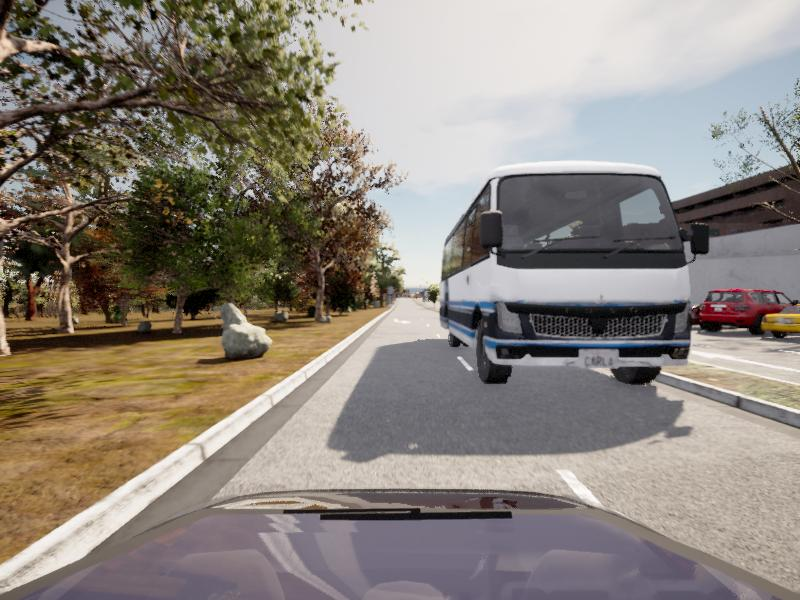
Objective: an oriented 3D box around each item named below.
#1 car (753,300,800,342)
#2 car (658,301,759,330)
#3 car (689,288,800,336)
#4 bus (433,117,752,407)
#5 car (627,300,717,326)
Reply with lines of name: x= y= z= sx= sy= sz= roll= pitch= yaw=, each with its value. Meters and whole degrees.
car: x=17.144 y=0.803 z=16.166 sx=5.366 sy=1.575 sz=1.946 roll=1 pitch=0 yaw=-20
car: x=17.039 y=0.824 z=22.121 sx=4.792 sy=1.488 sz=2.163 roll=1 pitch=0 yaw=-20
car: x=17.022 y=0.548 z=19.117 sx=5.566 sy=2.045 sz=2.435 roll=1 pitch=0 yaw=-20
bus: x=3.243 y=-0.551 z=11.023 sx=3.944 sy=4.253 sz=10.273 roll=0 pitch=0 yaw=1
car: x=17.040 y=0.793 z=25.105 sx=4.892 sy=1.521 sz=2.231 roll=1 pitch=0 yaw=-20
